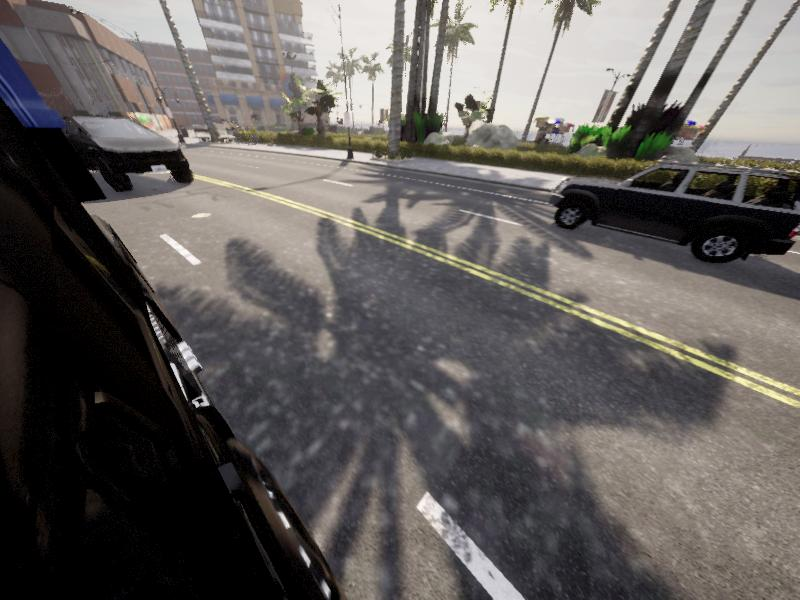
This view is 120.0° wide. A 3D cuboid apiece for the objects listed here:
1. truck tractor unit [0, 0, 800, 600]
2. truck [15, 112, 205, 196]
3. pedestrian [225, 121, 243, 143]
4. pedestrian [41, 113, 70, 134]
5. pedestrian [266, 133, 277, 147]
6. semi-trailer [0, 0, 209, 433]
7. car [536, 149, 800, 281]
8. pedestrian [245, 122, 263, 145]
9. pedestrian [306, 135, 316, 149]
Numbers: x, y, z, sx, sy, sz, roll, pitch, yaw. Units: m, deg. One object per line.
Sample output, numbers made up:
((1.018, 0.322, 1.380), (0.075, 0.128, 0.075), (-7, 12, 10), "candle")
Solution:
((-2.645, -0.295, 0.351), (6.516, 4.208, 3.053), (28, 44, 30), "truck tractor unit")
((-11.274, -5.901, 9.102), (6.274, 2.098, 2.390), (19, 40, 21), "truck")
((-17.975, -18.202, 25.050), (0.751, 1.860, 0.751), (11, 38, 11), "pedestrian")
((-38.499, -19.725, 25.825), (0.751, 1.860, 0.751), (-8, 38, -13), "pedestrian")
((-12.724, -15.890, 22.915), (0.500, 1.100, 0.500), (23, 41, 25), "pedestrian")
((-9.146, -3.249, 3.741), (14.254, 4.402, 2.717), (23, 41, 24), "semi-trailer")
((6.525, -2.530, 5.871), (4.605, 1.855, 1.932), (31, 45, 32), "car")
((-14.987, -17.091, 23.747), (0.751, 1.860, 0.751), (17, 39, 18), "pedestrian")
((-8.557, -15.160, 22.194), (0.500, 1.100, 0.500), (17, 39, 19), "pedestrian")
